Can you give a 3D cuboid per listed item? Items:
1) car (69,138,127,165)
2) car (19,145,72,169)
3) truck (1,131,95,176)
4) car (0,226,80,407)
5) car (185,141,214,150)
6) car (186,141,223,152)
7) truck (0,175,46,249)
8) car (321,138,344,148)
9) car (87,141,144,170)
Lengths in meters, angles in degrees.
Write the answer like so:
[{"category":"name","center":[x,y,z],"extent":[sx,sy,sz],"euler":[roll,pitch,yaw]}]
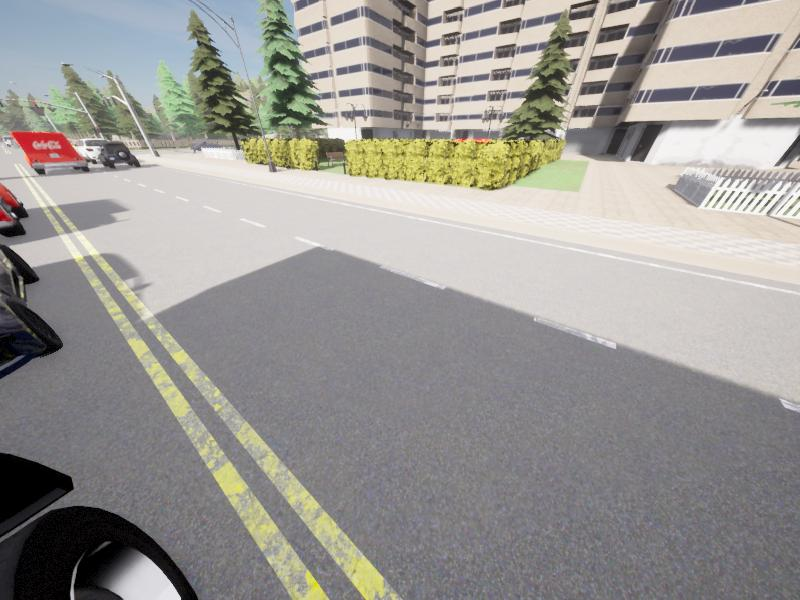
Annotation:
[{"category":"car","center":[-30.180,-14.895,23.078],"extent":[5.566,2.045,2.150],"euler":[22,41,28]},{"category":"car","center":[-30.965,-12.544,20.182],"extent":[3.633,1.501,1.845],"euler":[22,41,28]},{"category":"truck","center":[-25.632,-10.764,16.871],"extent":[5.204,2.467,2.627],"euler":[22,40,28]},{"category":"car","center":[-6.278,-0.080,2.543],"extent":[4.611,1.667,2.242],"euler":[22,40,28]},{"category":"car","center":[-39.471,-30.478,45.551],"extent":[1.845,1.501,3.633],"euler":[22,41,28]},{"category":"car","center":[-36.847,-29.099,43.640],"extent":[2.242,1.667,4.611],"euler":[22,41,28]},{"category":"truck","center":[-12.224,-2.839,5.718],"extent":[5.204,2.467,2.627],"euler":[22,41,28]},{"category":"car","center":[-17.712,-41.430,60.842],"extent":[2.150,2.045,5.566],"euler":[22,41,28]},{"category":"car","center":[-24.382,-12.474,19.815],"extent":[3.866,1.878,1.905],"euler":[22,41,28]}]
